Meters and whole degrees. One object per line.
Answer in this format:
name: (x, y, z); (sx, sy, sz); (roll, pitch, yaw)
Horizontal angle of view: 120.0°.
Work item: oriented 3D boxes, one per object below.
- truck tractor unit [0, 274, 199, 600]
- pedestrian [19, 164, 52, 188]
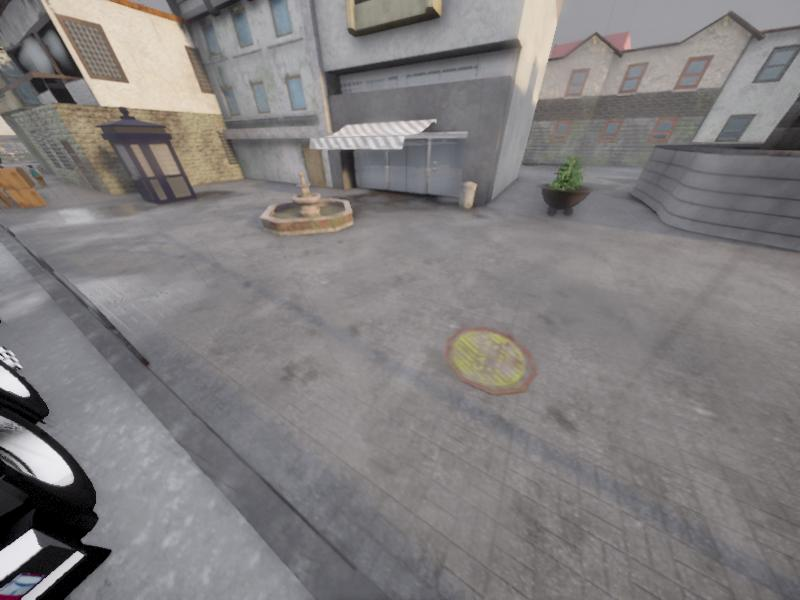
truck tractor unit: (-5.129, -0.281, 0.755); (6.516, 4.208, 3.053); (18, 39, 23)
pedestrian: (-20.565, -7.018, 13.063); (0.500, 1.100, 0.500); (29, 44, 35)
